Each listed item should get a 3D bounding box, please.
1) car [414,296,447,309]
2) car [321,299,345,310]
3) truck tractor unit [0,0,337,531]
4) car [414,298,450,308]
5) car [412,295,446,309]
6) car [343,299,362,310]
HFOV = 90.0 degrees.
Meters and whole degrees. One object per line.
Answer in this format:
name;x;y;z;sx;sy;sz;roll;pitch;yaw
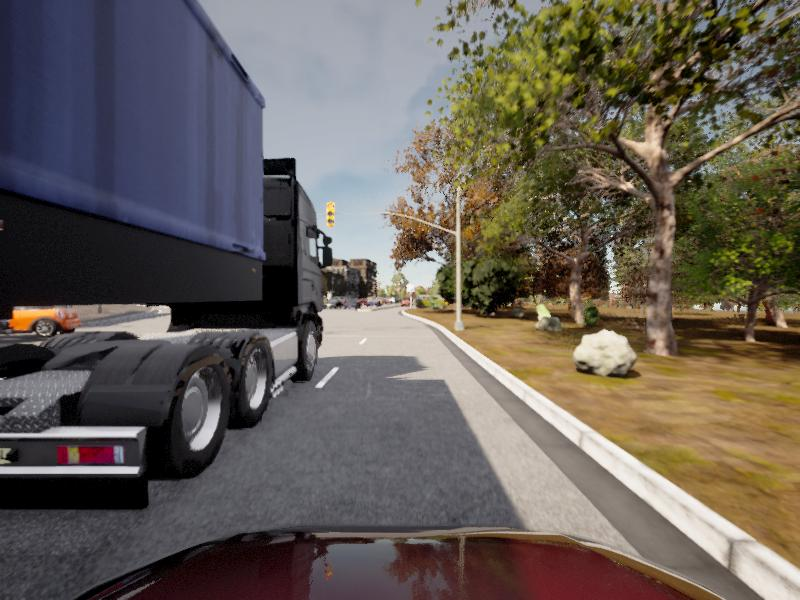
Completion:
car;4.551;0.377;60.525;4.553;1.767;2.185;1;0;-14
car;-9.410;0.558;56.638;2.128;1.511;4.902;0;0;5
truck tractor unit;-2.994;-0.519;6.005;3.053;4.208;6.516;0;0;0
car;5.082;0.494;63.519;5.366;1.575;1.946;1;0;-13
car;4.173;0.283;57.554;4.442;1.987;1.878;1;0;-14
car;-6.509;0.570;55.357;1.816;1.474;4.193;0;0;5
